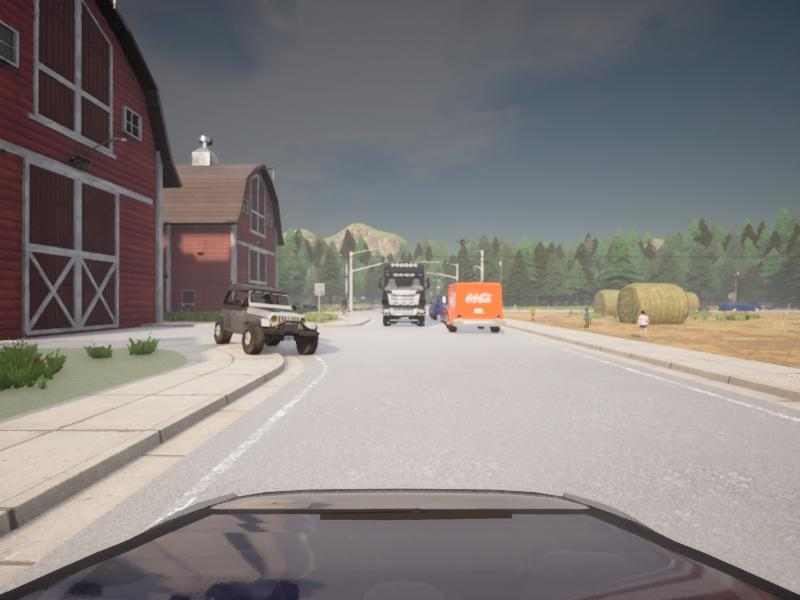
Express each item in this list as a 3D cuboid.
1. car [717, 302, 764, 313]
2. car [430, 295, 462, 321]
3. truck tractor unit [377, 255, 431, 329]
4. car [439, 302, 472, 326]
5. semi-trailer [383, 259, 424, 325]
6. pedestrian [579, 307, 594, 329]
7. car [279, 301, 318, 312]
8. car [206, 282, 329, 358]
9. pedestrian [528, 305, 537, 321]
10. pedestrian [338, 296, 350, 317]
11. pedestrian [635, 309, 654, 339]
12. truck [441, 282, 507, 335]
[{"bbox_3d":[48.045,0.994,56.536,5.008,1.535,1.882,0,0,1],"label":"car"},{"bbox_3d":[3.825,0.656,34.360,2.150,2.045,5.566,0,0,1],"label":"car"},{"bbox_3d":[0.264,-0.459,26.119,3.053,4.208,6.516,0,0,1],"label":"truck tractor unit"},{"bbox_3d":[3.770,0.886,27.728,1.789,1.549,3.705,0,0,0],"label":"car"},{"bbox_3d":[0.507,-0.537,34.030,2.717,4.402,14.254,0,0,2],"label":"semi-trailer"},{"bbox_3d":[9.446,0.918,20.282,0.500,1.100,0.500,0,0,-7],"label":"pedestrian"},{"bbox_3d":[-14.774,0.944,58.258,5.238,1.638,1.930,0,0,2],"label":"car"},{"bbox_3d":[-4.041,0.519,11.861,1.905,1.878,3.866,8,-3,-42],"label":"car"},{"bbox_3d":[9.660,0.940,29.170,0.500,1.100,0.500,0,0,12],"label":"pedestrian"},{"bbox_3d":[-4.919,0.550,34.876,0.751,1.860,0.751,0,0,-38],"label":"pedestrian"},{"bbox_3d":[9.299,0.905,15.234,0.500,1.100,0.500,0,0,15],"label":"pedestrian"},{"bbox_3d":[3.711,0.410,21.219,2.627,2.467,5.204,0,0,1],"label":"truck"}]
